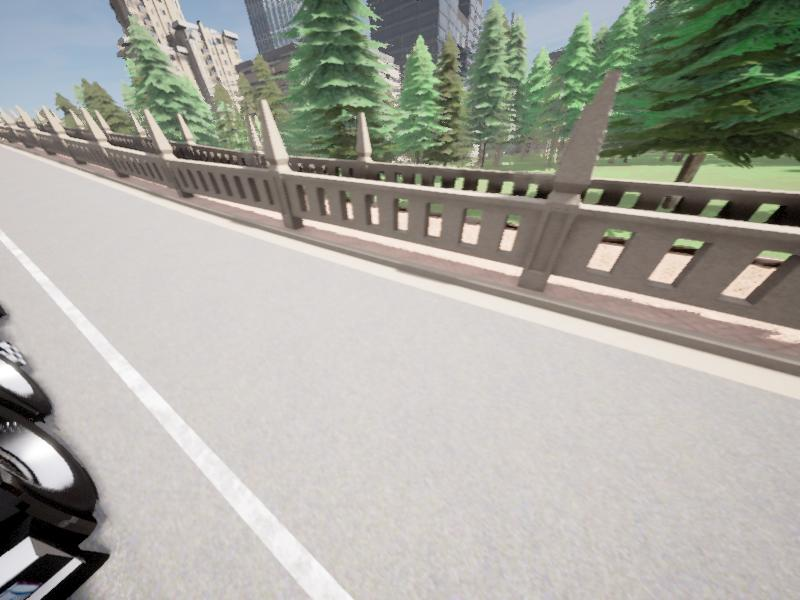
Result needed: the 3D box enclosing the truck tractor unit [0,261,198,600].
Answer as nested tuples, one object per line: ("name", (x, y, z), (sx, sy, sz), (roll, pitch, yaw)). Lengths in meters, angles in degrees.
("truck tractor unit", (-5.095, -0.322, 0.754), (6.516, 4.208, 3.053), (19, 40, 24))
